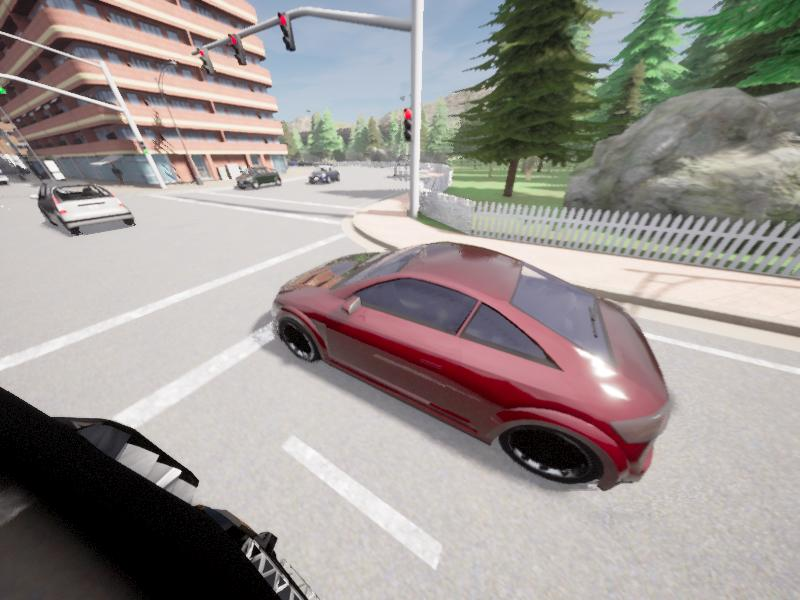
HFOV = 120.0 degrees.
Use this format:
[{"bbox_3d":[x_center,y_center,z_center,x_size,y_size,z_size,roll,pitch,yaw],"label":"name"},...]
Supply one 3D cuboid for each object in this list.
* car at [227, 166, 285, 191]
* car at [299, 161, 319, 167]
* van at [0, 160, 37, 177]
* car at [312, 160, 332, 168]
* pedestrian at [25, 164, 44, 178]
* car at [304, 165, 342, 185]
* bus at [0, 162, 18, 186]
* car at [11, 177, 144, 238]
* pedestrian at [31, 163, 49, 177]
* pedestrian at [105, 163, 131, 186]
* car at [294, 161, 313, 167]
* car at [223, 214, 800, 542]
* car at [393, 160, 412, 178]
[{"bbox_3d":[-12.001,-10.383,19.629,1.789,1.549,3.705,9,33,15],"label":"car"},{"bbox_3d":[-25.467,-38.131,64.621,5.357,1.411,2.033,16,36,25],"label":"car"},{"bbox_3d":[-74.829,-24.896,43.707,1.988,2.561,5.915,16,36,25],"label":"van"},{"bbox_3d":[-19.343,-33.816,57.429,4.974,1.542,2.038,23,39,33],"label":"car"},{"bbox_3d":[-54.387,-19.199,34.376,0.751,1.860,0.751,22,39,32],"label":"pedestrian"},{"bbox_3d":[-7.394,-12.269,22.604,1.970,1.475,3.806,4,32,8],"label":"car"},{"bbox_3d":[-49.203,-15.312,26.079,10.273,4.253,3.944,16,36,25],"label":"bus"},{"bbox_3d":[-12.432,-3.719,8.961,3.988,1.617,1.851,16,36,25],"label":"car"},{"bbox_3d":[-57.856,-20.845,37.108,0.751,1.860,0.751,18,37,27],"label":"pedestrian"},{"bbox_3d":[-27.037,-12.024,22.142,0.751,1.860,0.751,18,37,27],"label":"pedestrian"},{"bbox_3d":[-25.548,-36.054,61.203,4.892,1.490,1.837,16,36,25],"label":"car"},{"bbox_3d":[0.325,0.069,2.821,4.181,1.385,1.994,16,36,25],"label":"car"},{"bbox_3d":[0.371,-16.435,28.894,2.242,1.667,4.611,0,32,2],"label":"car"}]
